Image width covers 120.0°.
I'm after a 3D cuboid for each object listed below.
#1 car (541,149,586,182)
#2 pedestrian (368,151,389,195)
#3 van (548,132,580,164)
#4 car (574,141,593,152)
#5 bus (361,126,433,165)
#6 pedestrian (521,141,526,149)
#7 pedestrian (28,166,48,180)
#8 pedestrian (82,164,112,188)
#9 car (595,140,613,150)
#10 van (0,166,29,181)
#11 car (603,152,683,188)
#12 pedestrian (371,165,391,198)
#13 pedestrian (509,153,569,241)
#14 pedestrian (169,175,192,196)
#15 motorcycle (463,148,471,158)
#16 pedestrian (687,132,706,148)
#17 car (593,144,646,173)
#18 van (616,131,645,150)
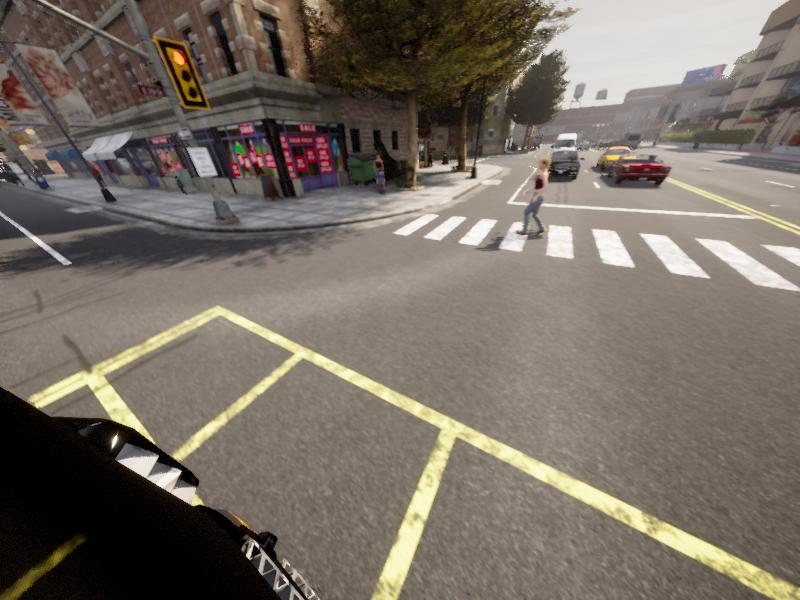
[{"bbox_3d":[10.794,-9.050,15.384,1.837,1.490,4.892,16,38,26],"label":"car"},{"bbox_3d":[-1.086,-6.459,11.737,0.751,1.860,0.751,-10,34,-11],"label":"pedestrian"},{"bbox_3d":[17.845,-16.598,25.257,1.988,2.561,5.915,16,38,26],"label":"van"},{"bbox_3d":[34.733,-29.218,43.878,2.128,1.511,4.902,16,38,26],"label":"car"},{"bbox_3d":[-0.470,-23.673,35.737,10.273,4.253,3.944,16,38,26],"label":"bus"},{"bbox_3d":[33.042,-41.608,62.000,0.751,1.860,0.751,13,37,22],"label":"pedestrian"},{"bbox_3d":[-57.038,-20.030,36.380,0.751,1.860,0.751,13,37,23],"label":"pedestrian"},{"bbox_3d":[-27.247,-11.187,20.827,0.751,1.860,0.751,16,38,27],"label":"pedestrian"},{"bbox_3d":[39.387,-29.981,44.687,1.837,1.490,4.892,16,38,26],"label":"car"},{"bbox_3d":[-72.252,-22.841,41.915,4.480,2.038,2.069,-26,41,-31],"label":"van"},{"bbox_3d":[13.056,-7.329,12.804,1.895,1.301,4.718,16,38,26],"label":"car"},{"bbox_3d":[-0.901,-5.716,11.112,0.751,1.300,0.751,-8,34,-8],"label":"pedestrian"},{"bbox_3d":[3.439,-2.560,5.807,0.751,1.860,0.751,19,39,29],"label":"pedestrian"},{"bbox_3d":[-13.812,-7.224,14.538,0.500,1.100,0.500,15,37,25],"label":"pedestrian"},{"bbox_3d":[11.489,-25.332,39.766,0.764,1.277,2.356,-10,33,7],"label":"motorcycle"},{"bbox_3d":[42.913,-23.120,33.455,0.751,1.860,0.751,13,37,23],"label":"pedestrian"},{"bbox_3d":[16.467,-10.885,17.634,1.801,1.575,5.366,16,38,26],"label":"car"},{"bbox_3d":[41.979,-29.134,42.274,1.988,2.561,5.915,16,38,26],"label":"van"}]
